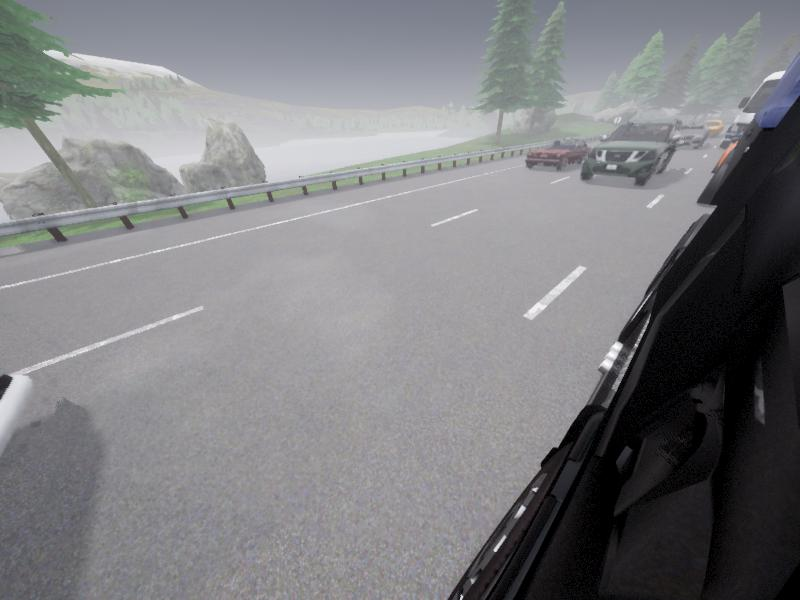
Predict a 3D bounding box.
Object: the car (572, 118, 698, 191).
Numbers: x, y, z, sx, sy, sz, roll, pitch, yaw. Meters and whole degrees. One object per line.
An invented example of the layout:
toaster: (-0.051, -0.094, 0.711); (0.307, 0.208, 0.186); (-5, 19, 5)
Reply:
car: (9.988, -6.345, 9.788); (5.566, 2.045, 2.150); (-28, 44, -30)

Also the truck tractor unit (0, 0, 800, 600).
truck tractor unit: (2.645, -0.295, 0.352); (6.516, 4.208, 3.053); (-28, 44, -30)

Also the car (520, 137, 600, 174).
car: (9.058, -8.282, 13.057); (4.718, 1.301, 1.895); (-28, 44, -30)

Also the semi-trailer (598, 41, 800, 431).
semi-trailer: (8.692, -3.610, 4.233); (14.254, 4.402, 2.717); (-28, 44, -30)

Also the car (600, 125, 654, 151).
car: (19.414, -13.901, 19.728); (4.514, 1.525, 2.007); (-28, 44, -30)

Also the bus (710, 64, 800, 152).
bus: (27.884, -13.965, 17.011); (10.273, 4.253, 3.944); (-28, 44, -30)

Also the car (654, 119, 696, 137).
car: (34.988, -21.865, 29.352); (5.366, 1.575, 1.801); (-23, 41, -25)

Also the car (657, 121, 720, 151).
car: (22.630, -12.915, 18.132); (5.027, 1.651, 2.152); (-28, 44, -30)

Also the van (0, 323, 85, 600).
van: (-4.676, 1.481, 0.253); (4.480, 2.038, 2.069); (-28, 43, -30)

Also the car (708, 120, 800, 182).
car: (15.559, -6.466, 9.836); (4.553, 1.767, 2.097); (-28, 44, -30)

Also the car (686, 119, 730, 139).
car: (33.289, -18.472, 24.963); (5.008, 1.535, 1.882); (-26, 43, -28)
